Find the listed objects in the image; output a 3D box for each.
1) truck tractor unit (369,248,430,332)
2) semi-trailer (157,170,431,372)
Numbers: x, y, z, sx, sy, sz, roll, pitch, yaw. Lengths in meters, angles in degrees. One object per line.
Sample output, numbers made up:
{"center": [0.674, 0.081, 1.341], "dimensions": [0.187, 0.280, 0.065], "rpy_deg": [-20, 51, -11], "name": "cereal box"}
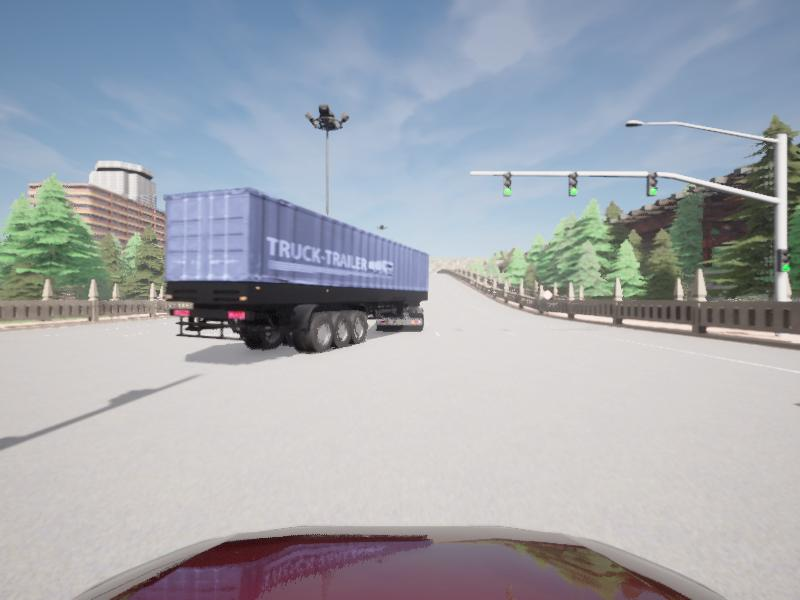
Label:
{"center": [-0.014, -0.534, 23.404], "dimensions": [3.053, 4.208, 6.516], "rpy_deg": [0, 0, 0], "name": "truck tractor unit"}
{"center": [-2.075, -0.637, 15.857], "dimensions": [2.717, 4.402, 14.254], "rpy_deg": [1, 0, 20], "name": "semi-trailer"}
